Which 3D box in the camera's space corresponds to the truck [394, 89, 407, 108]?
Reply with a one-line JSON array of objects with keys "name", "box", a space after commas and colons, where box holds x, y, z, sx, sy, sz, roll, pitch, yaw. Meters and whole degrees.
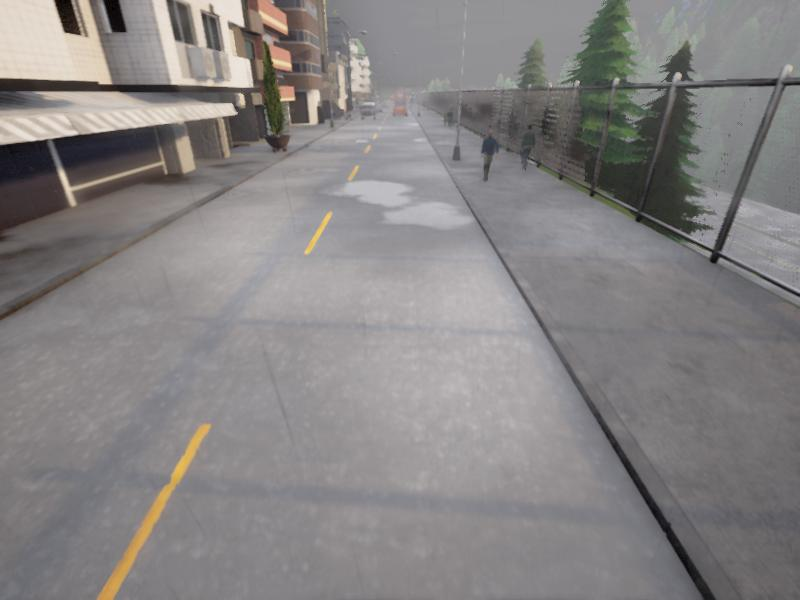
[{"name": "truck", "box": [0.037, -47.503, 94.400, 2.891, 3.827, 8.468, 0, 27, 0]}]

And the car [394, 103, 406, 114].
[{"name": "car", "box": [0.026, -34.939, 72.786, 2.152, 1.651, 5.027, 0, 27, 0]}]

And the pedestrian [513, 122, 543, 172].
[{"name": "pedestrian", "box": [5.194, -6.245, 16.340, 0.751, 1.860, 0.751, 0, 27, 0]}]

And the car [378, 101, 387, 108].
[{"name": "car", "box": [-3.964, -45.282, 92.681, 1.816, 1.474, 4.193, 0, 27, 0]}]

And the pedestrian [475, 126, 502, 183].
[{"name": "pedestrian", "box": [3.162, -5.227, 14.381, 0.751, 1.860, 0.751, 5, 28, 9]}]

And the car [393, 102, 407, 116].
[{"name": "car", "box": [0.022, -29.054, 60.899, 2.097, 1.767, 4.553, 0, 27, 0]}]

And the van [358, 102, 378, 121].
[{"name": "van", "box": [-3.982, -23.875, 50.618, 2.069, 2.038, 4.480, 0, 27, 0]}]

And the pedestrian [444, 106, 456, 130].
[{"name": "pedestrian", "box": [4.380, -15.999, 35.234, 0.751, 1.860, 0.751, -5, 28, -9]}]

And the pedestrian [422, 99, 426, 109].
[{"name": "pedestrian", "box": [5.173, -41.852, 85.296, 0.751, 1.860, 0.751, 1, 27, 2]}]

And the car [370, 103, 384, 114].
[{"name": "car", "box": [-3.974, -33.152, 69.198, 2.163, 1.488, 4.792, 0, 27, 0]}]
